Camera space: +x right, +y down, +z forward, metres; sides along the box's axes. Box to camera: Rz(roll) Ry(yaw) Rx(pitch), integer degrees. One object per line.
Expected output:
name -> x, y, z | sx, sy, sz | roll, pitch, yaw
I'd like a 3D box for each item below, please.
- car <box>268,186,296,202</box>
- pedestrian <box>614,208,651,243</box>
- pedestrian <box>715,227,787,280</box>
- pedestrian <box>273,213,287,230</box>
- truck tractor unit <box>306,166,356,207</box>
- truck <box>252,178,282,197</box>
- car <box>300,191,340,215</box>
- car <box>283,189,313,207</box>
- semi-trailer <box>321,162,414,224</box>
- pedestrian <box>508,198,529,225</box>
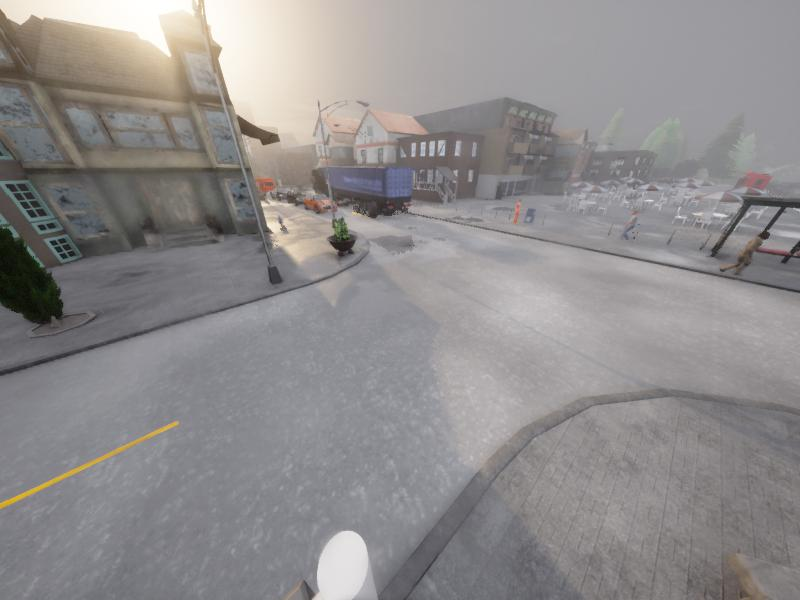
car -> -17.014, -15.267, 33.125 | 2.038, 1.542, 4.974 | -23, 37, -34
pedestrian -> 13.862, -4.453, 13.808 | 0.751, 1.860, 0.751 | -17, 34, -27
pedestrian -> 14.122, -1.883, 9.358 | 0.751, 1.860, 0.751 | -11, 32, -19
pedestrian -> -8.660, -5.681, 16.697 | 0.500, 1.100, 0.500 | 23, 37, 34
truck tractor unit -> -8.729, -14.606, 29.277 | 3.053, 4.208, 6.516 | -23, 37, -34
truck -> -21.968, -18.629, 38.003 | 2.627, 2.467, 5.204 | -23, 37, -34
car -> -8.443, -10.278, 24.220 | 2.097, 1.767, 4.553 | -23, 37, -34
car -> -12.676, -12.715, 28.629 | 1.851, 1.617, 3.988 | -23, 37, -34
semi-trailer -> -4.063, -11.495, 23.698 | 2.717, 4.402, 14.254 | -19, 35, -30
pedestrian -> 9.196, -6.879, 18.010 | 0.751, 1.860, 0.751 | -6, 31, -10
